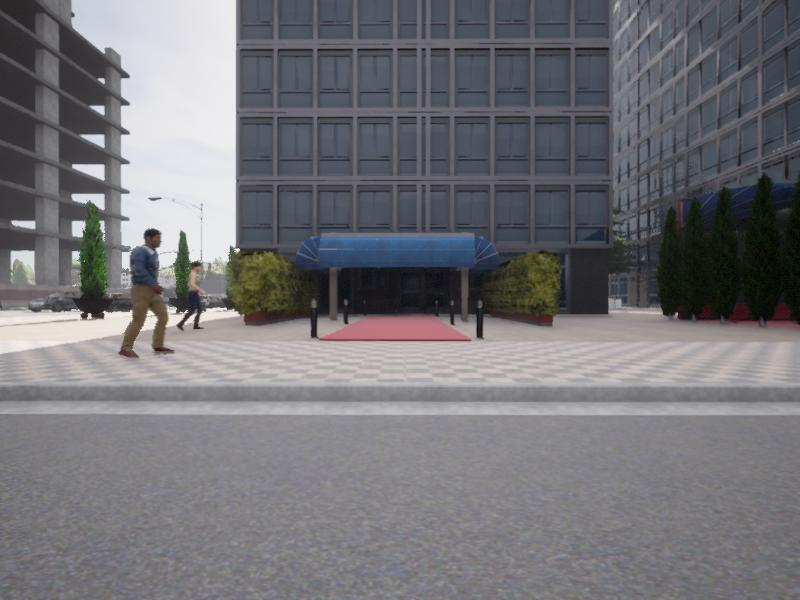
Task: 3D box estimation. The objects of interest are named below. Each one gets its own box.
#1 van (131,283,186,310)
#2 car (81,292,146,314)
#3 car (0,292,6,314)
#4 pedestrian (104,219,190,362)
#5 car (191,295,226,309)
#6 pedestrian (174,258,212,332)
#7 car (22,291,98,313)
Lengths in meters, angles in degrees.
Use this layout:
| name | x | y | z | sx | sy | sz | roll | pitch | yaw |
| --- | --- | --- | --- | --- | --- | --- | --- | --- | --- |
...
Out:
| name | x | y | z | sx | sy | sz | roll | pitch | yaw |
| --- | --- | --- | --- | --- | --- | --- | --- | --- | --- |
| van | -24.131 | -0.311 | 40.299 | 1.988 | 2.561 | 5.915 | 0 | 0 | 0 |
| car | -20.703 | 0.225 | 29.111 | 1.970 | 1.475 | 3.806 | 0 | 0 | 0 |
| car | -27.733 | 0.189 | 25.402 | 1.845 | 1.501 | 3.633 | 0 | 0 | 0 |
| pedestrian | -3.501 | -0.120 | 5.609 | 0.751 | 1.860 | 0.751 | 0 | 0 | -4 |
| car | -20.615 | 0.224 | 43.245 | 1.970 | 1.475 | 3.806 | 0 | 0 | 0 |
| pedestrian | -5.426 | -0.125 | 10.531 | 0.751 | 1.860 | 0.751 | 0 | 0 | -17 |
| car | -27.683 | 0.141 | 32.840 | 2.033 | 1.649 | 4.856 | 0 | 0 | 0 |
